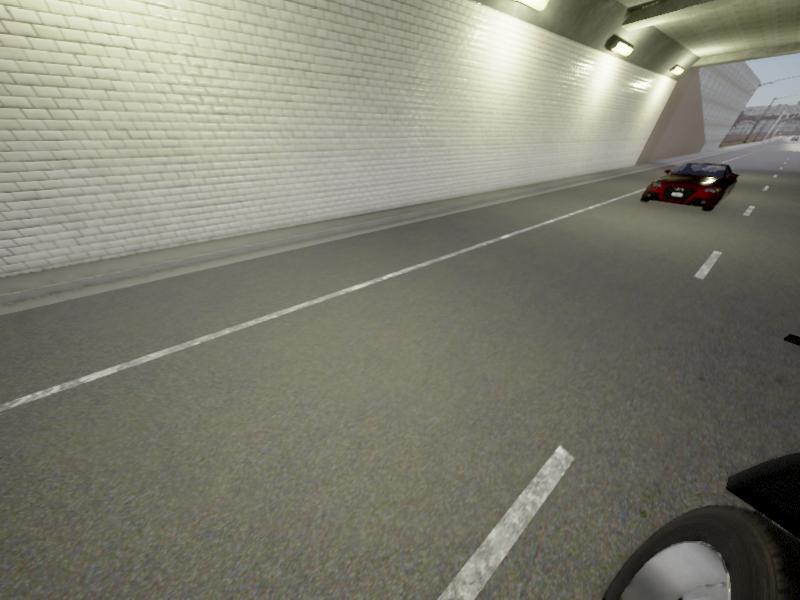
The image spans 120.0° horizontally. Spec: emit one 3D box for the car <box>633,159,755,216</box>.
[{"bbox_3d":[11.573,-4.594,9.107,4.181,1.385,1.994,-22,41,-28],"label":"car"}]
